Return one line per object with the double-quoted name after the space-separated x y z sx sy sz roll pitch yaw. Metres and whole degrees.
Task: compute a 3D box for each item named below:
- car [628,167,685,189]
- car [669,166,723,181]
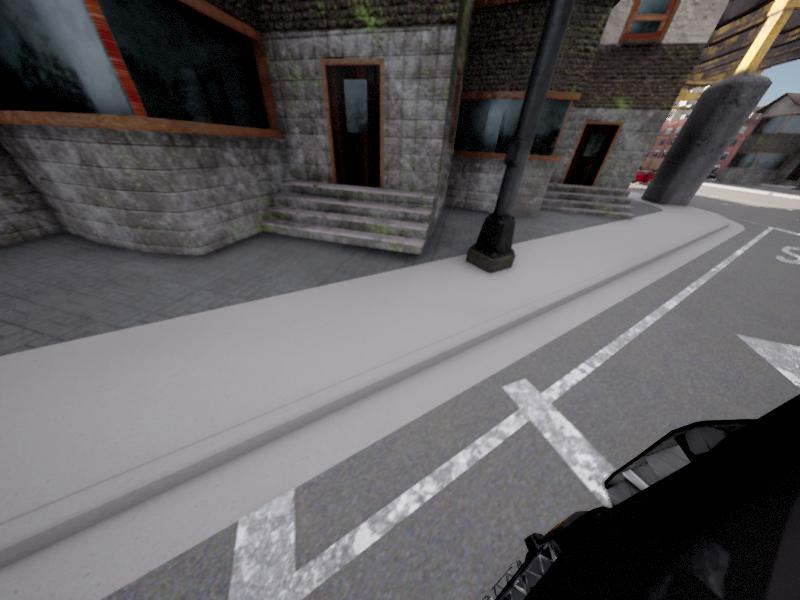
25.969 -12.505 23.599 1.816 1.474 4.193 11 34 11 "car"
46.083 -19.856 36.232 4.974 1.542 2.038 31 42 35 "car"
